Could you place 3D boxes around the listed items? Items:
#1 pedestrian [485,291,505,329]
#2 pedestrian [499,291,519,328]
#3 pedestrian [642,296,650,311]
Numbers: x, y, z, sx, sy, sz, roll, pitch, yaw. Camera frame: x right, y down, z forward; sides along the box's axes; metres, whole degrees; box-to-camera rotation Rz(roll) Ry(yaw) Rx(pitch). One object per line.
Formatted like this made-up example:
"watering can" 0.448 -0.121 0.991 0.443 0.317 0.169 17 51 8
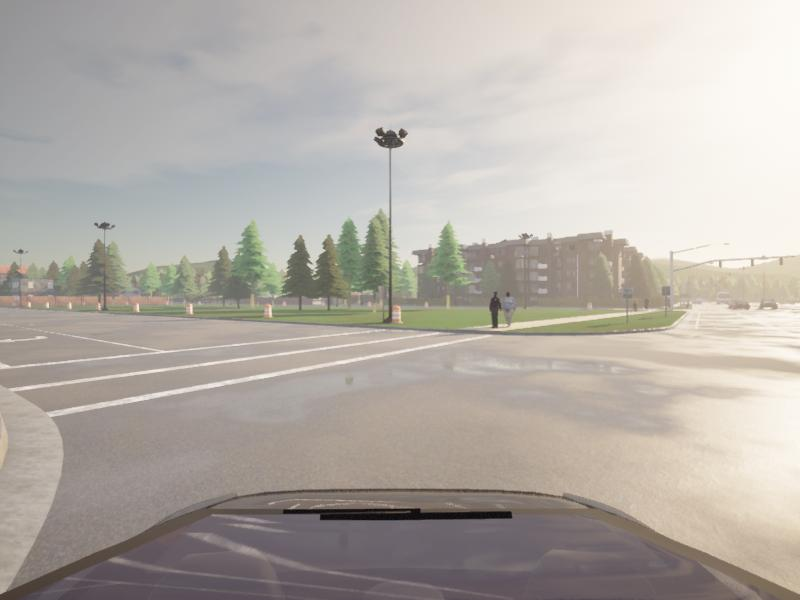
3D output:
"pedestrian" 4.733 0.475 19.911 0.751 1.860 0.751 0 0 33
"pedestrian" 5.583 0.474 20.523 0.751 1.860 0.751 0 0 40
"pedestrian" 30.855 0.453 50.112 0.751 1.860 0.751 0 0 39
